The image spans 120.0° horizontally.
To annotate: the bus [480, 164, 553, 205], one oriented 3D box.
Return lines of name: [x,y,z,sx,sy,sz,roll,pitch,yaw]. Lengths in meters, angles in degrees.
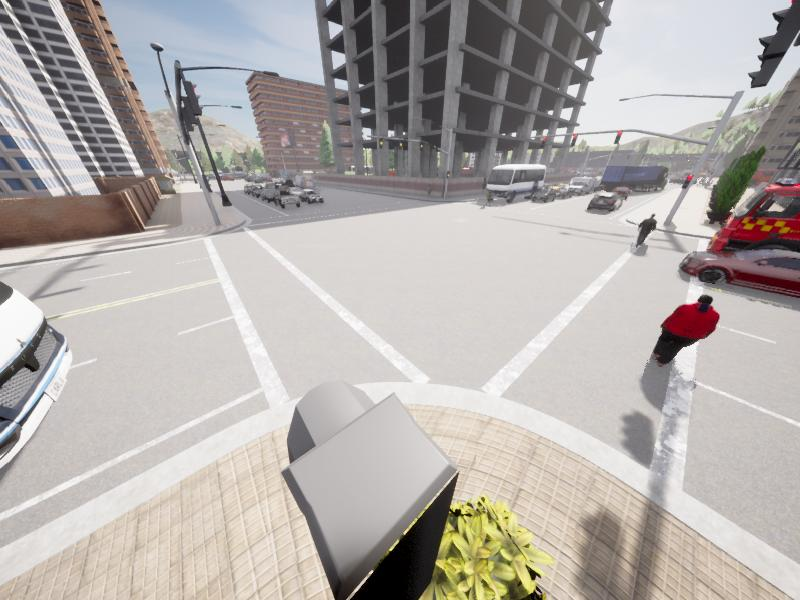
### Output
bus: [15.792,-15.784,31.093,10.273,4.253,3.944,-23,37,-34]

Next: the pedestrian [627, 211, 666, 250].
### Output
pedestrian: [13.601,-3.855,12.773,0.751,1.860,0.751,-23,37,-34]

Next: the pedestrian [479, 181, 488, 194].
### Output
pedestrian: [13.382,-17.996,36.961,0.751,1.860,0.751,-22,37,-33]

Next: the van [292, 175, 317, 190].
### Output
van: [-19.651,-24.069,47.266,2.351,2.431,6.366,-22,37,-34]

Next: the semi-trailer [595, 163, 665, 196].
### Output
semi-trailer: [38.730,-20.315,38.772,14.254,4.402,2.717,-16,34,-26]

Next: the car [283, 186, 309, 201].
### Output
car: [-14.901,-15.280,33.028,1.812,1.442,4.674,-22,37,-34]

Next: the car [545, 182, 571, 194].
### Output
car: [27.903,-19.813,40.743,5.366,1.575,1.801,-23,37,-34]

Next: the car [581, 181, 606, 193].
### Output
car: [35.396,-20.710,42.235,5.238,1.638,1.930,-23,37,-34]

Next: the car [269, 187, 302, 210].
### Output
car: [-13.065,-11.646,26.299,1.932,1.855,4.605,-21,36,-32]

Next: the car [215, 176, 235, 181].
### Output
car: [-56.016,-38.917,73.958,4.514,1.525,2.007,-2,30,-3]

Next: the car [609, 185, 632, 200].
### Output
car: [32.066,-15.681,33.639,1.882,1.535,5.008,22,37,33]

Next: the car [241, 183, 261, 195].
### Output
car: [-25.067,-18.693,38.909,1.816,1.474,4.193,-22,37,-34]

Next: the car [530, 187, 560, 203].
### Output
car: [19.024,-13.768,30.300,3.705,1.549,1.789,-23,37,-34]

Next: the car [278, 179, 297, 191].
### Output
car: [-22.010,-22.516,45.114,1.905,1.878,3.866,-22,37,-34]

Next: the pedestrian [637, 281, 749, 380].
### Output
pedestrian: [6.063,0.658,4.957,0.751,1.860,0.751,25,38,36]

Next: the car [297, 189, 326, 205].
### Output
car: [-11.249,-13.098,29.215,1.970,1.475,3.806,-22,37,-33]

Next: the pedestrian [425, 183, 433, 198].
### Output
pedestrian: [4.029,-15.252,32.212,0.751,1.860,0.751,-18,35,-29]

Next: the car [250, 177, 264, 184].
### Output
car: [-38.982,-32.577,62.987,2.128,1.511,4.902,-22,37,-34]

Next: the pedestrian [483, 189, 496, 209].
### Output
pedestrian: [9.748,-11.087,25.301,0.751,1.860,0.751,-24,38,-35]

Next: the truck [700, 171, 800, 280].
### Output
truck: [18.369,-2.326,8.211,2.891,3.827,8.468,-22,37,-33]

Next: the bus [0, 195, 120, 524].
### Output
bus: [-9.885,1.753,0.719,10.273,4.253,3.944,-23,37,-34]

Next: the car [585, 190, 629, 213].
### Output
car: [22.122,-10.583,24.665,4.611,1.667,2.242,-22,37,-33]

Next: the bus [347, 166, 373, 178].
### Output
bus: [-16.947,-54.637,98.379,10.273,4.253,3.944,-23,37,-34]

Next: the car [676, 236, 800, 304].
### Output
car: [13.660,-1.117,8.573,1.994,1.385,4.181,-25,39,-37]

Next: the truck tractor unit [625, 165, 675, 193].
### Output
truck tractor unit: [45.606,-22.184,42.214,6.516,4.208,3.053,-16,34,-24]

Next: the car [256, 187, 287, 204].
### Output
car: [-17.016,-13.831,30.482,2.163,1.488,4.792,-23,37,-34]

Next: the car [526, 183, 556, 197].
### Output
car: [22.490,-17.570,36.767,4.611,1.667,2.242,-23,37,-34]

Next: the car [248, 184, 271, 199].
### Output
car: [-21.131,-16.369,34.750,1.851,1.617,3.988,-22,37,-34]

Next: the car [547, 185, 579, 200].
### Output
car: [23.938,-15.821,33.898,4.902,1.511,2.128,-23,37,-34]

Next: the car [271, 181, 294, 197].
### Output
car: [-18.776,-17.815,36.971,1.905,1.878,3.866,-23,37,-34]

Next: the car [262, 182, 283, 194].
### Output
car: [-22.848,-20.105,41.335,1.837,1.490,4.892,-22,37,-33]

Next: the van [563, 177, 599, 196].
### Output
van: [29.749,-18.670,37.915,6.366,2.431,2.351,-23,37,-34]
